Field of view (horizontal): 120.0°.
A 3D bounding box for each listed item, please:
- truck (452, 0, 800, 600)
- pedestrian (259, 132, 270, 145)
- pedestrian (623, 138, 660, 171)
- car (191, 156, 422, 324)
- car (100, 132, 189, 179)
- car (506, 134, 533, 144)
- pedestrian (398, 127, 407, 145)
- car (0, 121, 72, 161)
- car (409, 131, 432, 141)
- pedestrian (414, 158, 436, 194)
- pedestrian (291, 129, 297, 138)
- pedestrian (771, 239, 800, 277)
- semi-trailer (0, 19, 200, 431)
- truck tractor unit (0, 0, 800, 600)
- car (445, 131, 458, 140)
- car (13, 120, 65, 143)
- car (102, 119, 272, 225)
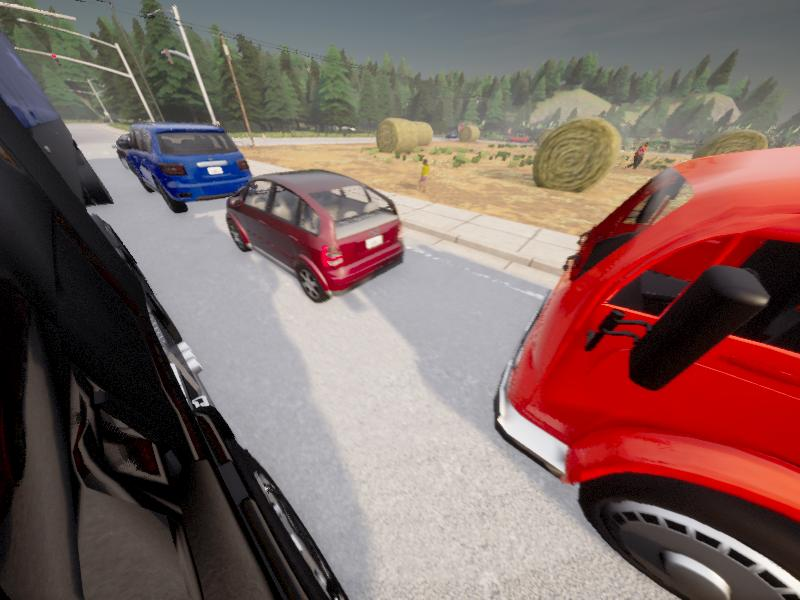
[{"bbox_3d":[3.295,0.834,0.636,5.204,2.467,2.627,28,44,30],"label":"truck"},{"bbox_3d":[-14.190,-16.938,24.190,0.500,1.100,0.500,27,43,29],"label":"pedestrian"},{"bbox_3d":[16.874,-10.197,16.221,0.751,1.860,0.751,-5,38,-10],"label":"pedestrian"},{"bbox_3d":[-1.705,-1.444,4.157,3.705,1.549,1.789,28,44,30],"label":"car"},{"bbox_3d":[-11.972,-6.889,10.850,3.633,1.501,1.845,28,44,30],"label":"car"},{"bbox_3d":[25.615,-34.653,49.728,4.514,1.525,2.007,31,46,33],"label":"car"},{"bbox_3d":[0.317,-22.045,31.087,0.751,1.860,0.751,-26,45,-32],"label":"pedestrian"},{"bbox_3d":[-21.907,-9.461,13.624,4.611,1.667,2.242,28,44,30],"label":"car"},{"bbox_3d":[4.188,-32.842,46.224,1.882,1.535,5.008,29,44,31],"label":"car"},{"bbox_3d":[0.921,-4.624,8.604,0.500,1.100,0.500,-25,45,-31],"label":"pedestrian"},{"bbox_3d":[-16.419,-25.744,35.765,0.500,1.100,0.500,27,43,29],"label":"pedestrian"},{"bbox_3d":[7.644,-0.952,4.090,0.500,1.100,0.500,22,41,24],"label":"pedestrian"},{"bbox_3d":[-8.592,-3.664,4.344,14.254,4.402,2.717,29,44,31],"label":"semi-trailer"},{"bbox_3d":[-2.645,-0.295,0.351,6.516,4.208,3.053,28,44,30],"label":"truck tractor unit"},{"bbox_3d":[12.746,-40.714,57.161,2.007,1.525,4.514,-1,38,-4],"label":"car"},{"bbox_3d":[-32.820,-15.321,20.994,4.193,1.474,1.816,25,43,27],"label":"car"},{"bbox_3d":[-6.780,-4.333,7.311,5.566,2.045,2.150,28,44,30],"label":"car"}]
